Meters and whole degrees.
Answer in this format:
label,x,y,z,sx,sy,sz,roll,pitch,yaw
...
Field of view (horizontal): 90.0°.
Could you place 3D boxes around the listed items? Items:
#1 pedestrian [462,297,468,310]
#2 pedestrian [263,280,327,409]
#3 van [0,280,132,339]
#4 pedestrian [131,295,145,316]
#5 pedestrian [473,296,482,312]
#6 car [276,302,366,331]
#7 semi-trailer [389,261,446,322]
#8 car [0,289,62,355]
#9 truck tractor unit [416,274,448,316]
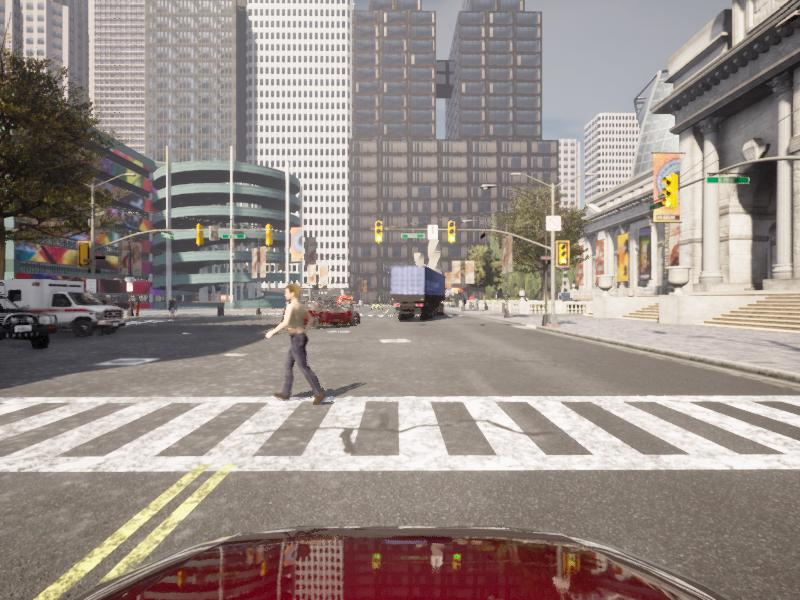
label,x,y,z,sx,sy,sz,roll,pitch,yaw
pedestrian,9.004,0.485,55.426,0.751,1.860,0.751,0,0,-2
pedestrian,-1.587,0.637,6.149,0.751,1.860,0.751,0,0,6
van,-15.816,0.378,17.622,6.366,2.431,2.351,0,0,-2
pedestrian,-23.321,0.485,35.583,0.751,1.860,0.751,0,0,11
pedestrian,9.325,0.485,48.330,0.751,1.860,0.751,0,0,-32
car,-4.419,0.851,23.108,2.163,1.488,4.792,0,0,41
semi-trailer,2.065,-0.623,36.307,2.717,4.402,14.254,0,0,12
car,-13.197,0.655,12.554,4.605,1.855,1.932,-1,-1,20
truck tractor unit,3.366,-0.522,44.083,3.053,4.208,6.516,0,0,1
